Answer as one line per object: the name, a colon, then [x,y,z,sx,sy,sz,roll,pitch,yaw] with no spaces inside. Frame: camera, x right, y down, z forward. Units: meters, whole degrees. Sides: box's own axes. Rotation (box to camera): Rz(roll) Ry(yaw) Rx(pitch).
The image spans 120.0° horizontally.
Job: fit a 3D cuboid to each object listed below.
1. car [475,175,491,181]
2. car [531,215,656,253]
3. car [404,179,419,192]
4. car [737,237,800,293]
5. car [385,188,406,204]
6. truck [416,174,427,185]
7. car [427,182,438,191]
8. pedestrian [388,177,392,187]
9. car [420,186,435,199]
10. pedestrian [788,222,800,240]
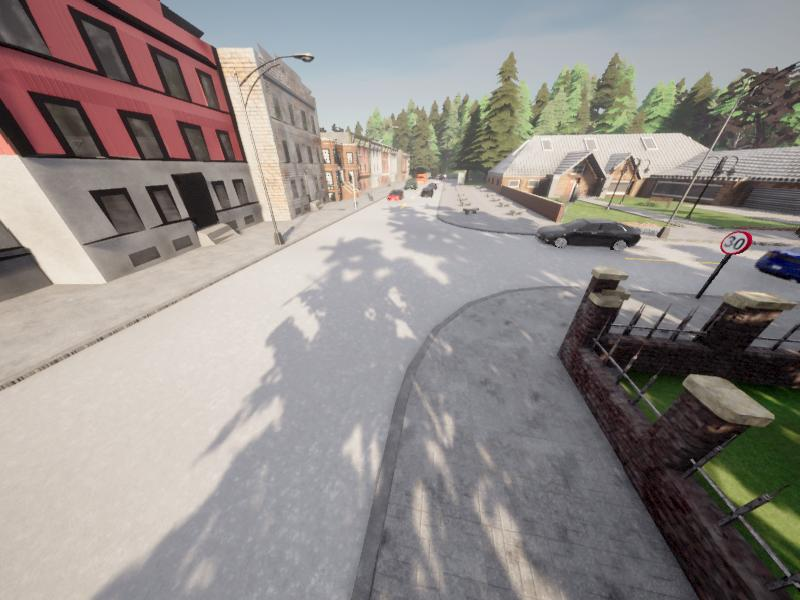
car: [28.292,-41.776,79.157,4.856,1.649,2.033,5,30,8]
car: [10.553,-3.812,13.110,4.892,1.490,1.837,5,30,10]
car: [2.274,-22.727,45.771,2.150,2.045,5.566,5,30,9]
car: [17.061,-1.205,8.554,5.008,1.535,1.882,4,30,8]
car: [-0.540,-14.555,32.201,2.007,1.525,4.514,5,30,9]
truck: [5.908,-33.086,63.279,2.627,2.467,5.204,5,30,9]
car: [6.665,-23.365,47.524,1.994,1.385,4.181,5,30,9]
pedestrian: [-2.285,-26.272,51.392,0.751,1.860,0.751,0,30,0]
car: [4.404,-17.082,36.528,1.837,1.490,4.892,5,30,9]
pedestrian: [24.935,-4.611,13.874,0.751,1.860,0.751,21,36,32]
